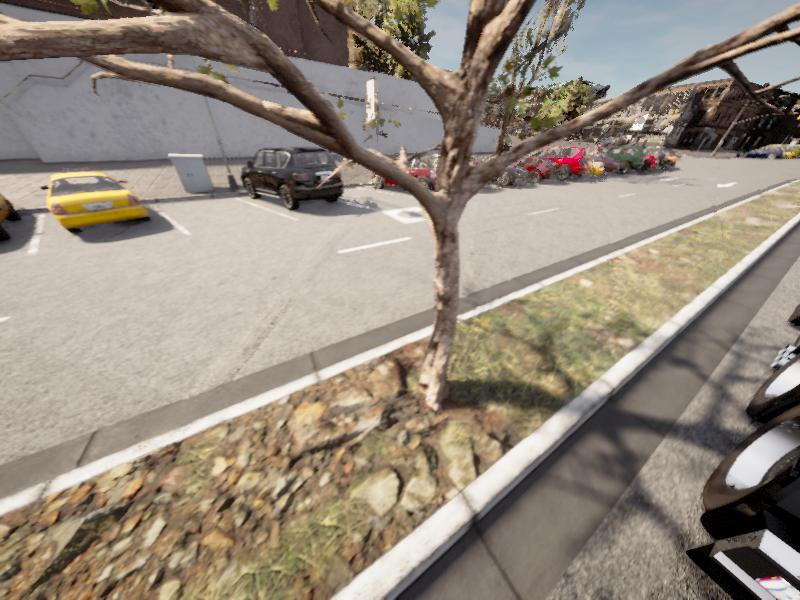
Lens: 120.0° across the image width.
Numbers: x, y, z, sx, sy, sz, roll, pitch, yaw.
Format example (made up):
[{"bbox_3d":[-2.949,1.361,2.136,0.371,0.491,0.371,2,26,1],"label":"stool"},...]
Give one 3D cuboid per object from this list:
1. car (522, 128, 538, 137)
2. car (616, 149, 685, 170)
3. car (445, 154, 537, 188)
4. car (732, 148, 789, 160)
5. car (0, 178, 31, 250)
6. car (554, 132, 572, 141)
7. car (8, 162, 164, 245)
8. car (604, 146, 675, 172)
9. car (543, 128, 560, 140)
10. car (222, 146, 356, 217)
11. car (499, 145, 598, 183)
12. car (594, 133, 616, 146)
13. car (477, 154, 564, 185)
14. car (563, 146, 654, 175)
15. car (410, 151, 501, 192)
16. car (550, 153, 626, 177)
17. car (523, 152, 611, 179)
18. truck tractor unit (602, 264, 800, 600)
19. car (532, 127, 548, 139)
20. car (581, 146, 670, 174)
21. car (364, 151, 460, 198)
[{"bbox_3d":[33.938,-43.600,60.295,1.946,1.575,5.366,31,44,28],"label":"car"},{"bbox_3d":[26.591,-15.138,24.754,4.553,1.767,2.185,26,42,33],"label":"car"},{"bbox_3d":[5.674,-8.444,14.945,4.892,1.521,2.231,25,41,32],"label":"car"},{"bbox_3d":[60.418,-24.638,38.880,2.163,1.488,4.792,-29,44,-36],"label":"car"},{"bbox_3d":[-12.375,-2.494,6.152,5.366,1.575,1.946,25,41,32],"label":"car"},{"bbox_3d":[38.245,-38.331,54.193,2.231,1.521,4.892,31,44,28],"label":"car"},{"bbox_3d":[-10.066,-3.471,7.583,5.366,1.575,1.946,25,42,32],"label":"car"},{"bbox_3d":[24.026,-14.383,23.440,4.442,1.987,1.878,26,41,33],"label":"car"},{"bbox_3d":[36.724,-40.187,55.973,1.878,1.987,4.442,31,44,28],"label":"car"},{"bbox_3d":[-4.749,-5.306,9.835,5.566,2.045,2.435,25,42,32],"label":"car"},{"bbox_3d":[10.854,-10.324,17.302,5.566,2.045,2.435,25,42,32],"label":"car"},{"bbox_3d":[42.717,-33.364,48.082,2.435,2.045,5.566,31,44,28],"label":"car"},{"bbox_3d":[8.250,-9.259,16.212,4.792,1.488,2.163,25,42,32],"label":"car"},{"bbox_3d":[18.673,-12.811,21.032,5.566,2.045,2.435,25,42,32],"label":"car"},{"bbox_3d":[3.055,-7.724,13.642,4.553,1.767,2.185,25,41,32],"label":"car"},{"bbox_3d":[16.086,-11.730,19.936,4.674,1.452,2.002,25,42,32],"label":"car"},{"bbox_3d":[13.336,-11.006,18.771,5.366,1.575,1.946,25,42,32],"label":"car"},{"bbox_3d":[5.115,-0.294,0.787,6.516,4.208,3.053,-18,39,-24],"label":"truck tractor unit"},{"bbox_3d":[35.243,-41.917,57.969,1.878,1.987,4.442,31,44,28],"label":"car"},{"bbox_3d":[21.339,-13.618,22.244,5.566,2.045,2.435,25,41,32],"label":"car"},{"bbox_3d":[0.499,-6.861,12.359,4.553,1.767,2.185,25,42,32],"label":"car"}]
